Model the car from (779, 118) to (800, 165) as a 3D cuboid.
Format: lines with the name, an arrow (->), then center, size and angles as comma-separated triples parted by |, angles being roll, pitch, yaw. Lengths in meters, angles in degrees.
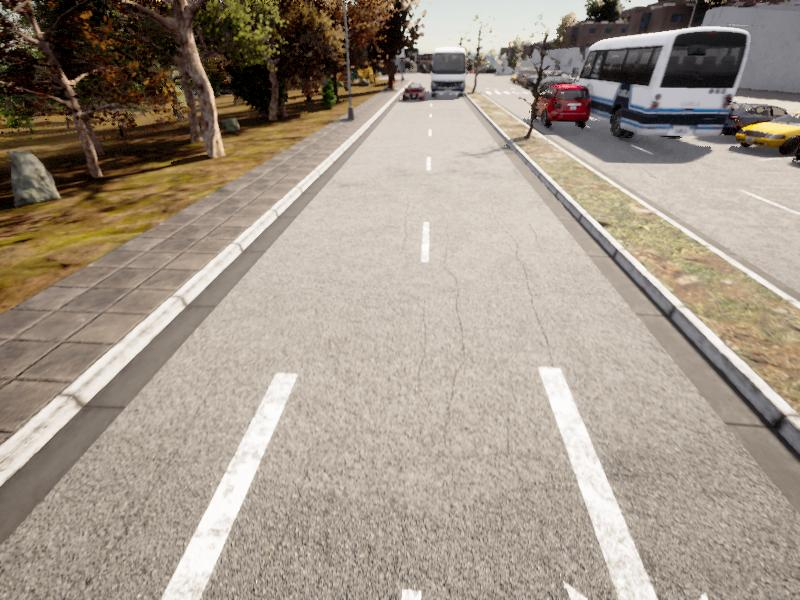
car -> 16.405, -5.467, 13.864 | 4.792, 1.488, 2.163 | -8, 32, -14

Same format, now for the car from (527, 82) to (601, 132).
car -> 9.091, -11.152, 22.844 | 2.150, 2.045, 5.566 | 2, 31, 4

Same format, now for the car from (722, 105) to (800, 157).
car -> 16.469, -6.991, 16.367 | 5.366, 1.575, 1.946 | -8, 32, -14

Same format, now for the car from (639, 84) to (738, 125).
car -> 17.175, -11.764, 23.936 | 4.442, 1.987, 1.878 | -8, 32, -14

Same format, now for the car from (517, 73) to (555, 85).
car -> 20.283, -33.022, 59.819 | 4.792, 1.488, 2.163 | -8, 32, -14

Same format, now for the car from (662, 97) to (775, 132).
car -> 17.066, -10.030, 21.557 | 4.674, 1.452, 2.002 | -8, 32, -14

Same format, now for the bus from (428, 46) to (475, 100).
bus -> 4.907, -23.078, 40.489 | 3.944, 4.253, 10.273 | 2, 31, 3

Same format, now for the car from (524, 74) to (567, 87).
car -> 19.825, -29.995, 54.685 | 4.892, 1.521, 2.231 | -8, 32, -14

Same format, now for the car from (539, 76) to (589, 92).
car -> 19.204, -25.412, 47.020 | 4.892, 1.521, 2.231 | -8, 32, -14

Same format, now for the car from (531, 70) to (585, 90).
car -> 19.437, -27.167, 49.458 | 5.566, 2.045, 2.435 | -8, 32, -14

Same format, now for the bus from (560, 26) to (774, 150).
bus -> 11.791, -10.695, 19.929 | 3.944, 4.253, 10.273 | 2, 31, 4

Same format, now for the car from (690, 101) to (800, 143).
car -> 16.886, -8.516, 19.006 | 4.792, 1.488, 2.163 | -8, 32, -14

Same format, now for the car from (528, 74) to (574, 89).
car -> 19.625, -28.470, 52.126 | 5.008, 1.535, 2.097 | -8, 32, -14

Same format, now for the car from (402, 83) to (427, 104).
car -> 1.325, -18.536, 35.760 | 1.994, 1.385, 4.181 | 2, 31, 3

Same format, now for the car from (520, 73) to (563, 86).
car -> 20.222, -31.547, 57.283 | 5.366, 1.575, 1.946 | -8, 32, -14

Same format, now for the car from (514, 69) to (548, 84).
car -> 20.360, -34.741, 62.204 | 4.442, 1.987, 1.878 | -8, 32, -14

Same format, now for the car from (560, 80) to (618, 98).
car -> 18.553, -20.785, 39.398 | 4.674, 1.452, 2.002 | -8, 32, -14

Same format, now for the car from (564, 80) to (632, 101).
car -> 18.168, -19.260, 36.781 | 5.366, 1.575, 1.946 | -8, 32, -14
